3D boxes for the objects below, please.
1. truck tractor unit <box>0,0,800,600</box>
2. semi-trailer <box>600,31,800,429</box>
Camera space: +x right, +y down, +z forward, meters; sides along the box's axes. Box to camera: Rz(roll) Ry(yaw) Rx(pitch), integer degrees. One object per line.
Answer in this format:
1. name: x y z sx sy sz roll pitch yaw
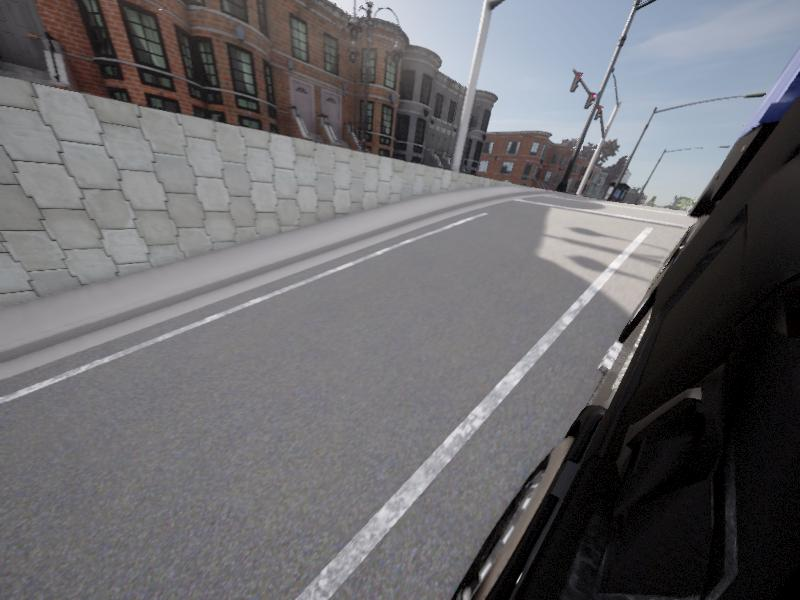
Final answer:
1. truck tractor unit: 2.645 -0.295 0.352 6.516 4.208 3.053 -28 44 -30
2. semi-trailer: 8.731 -3.391 4.462 14.254 4.402 2.717 -26 41 -32
